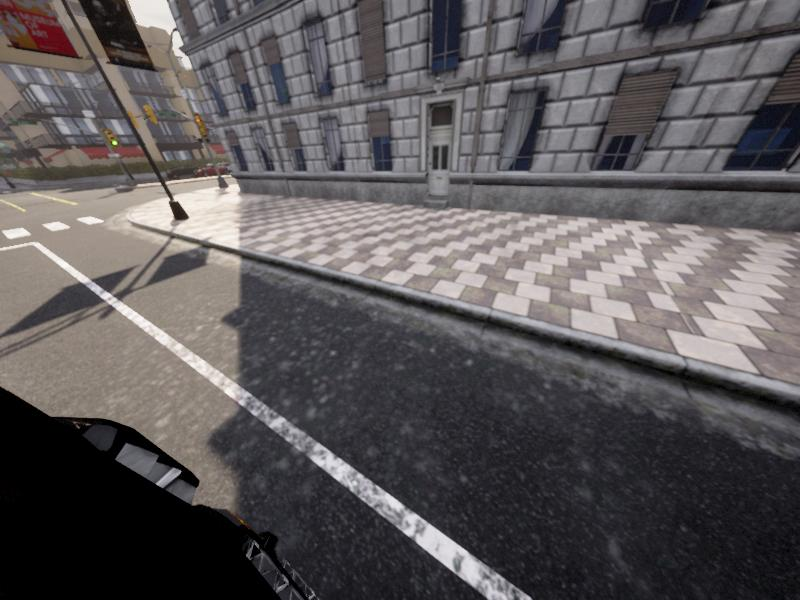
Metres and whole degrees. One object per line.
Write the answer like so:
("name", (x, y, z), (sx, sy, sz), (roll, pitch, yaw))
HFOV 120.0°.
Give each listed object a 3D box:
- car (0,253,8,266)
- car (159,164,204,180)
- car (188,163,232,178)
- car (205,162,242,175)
("car", (-13.608, -1.793, 6.337), (4.856, 1.649, 2.033), (16, 38, 26))
("car", (-29.403, -17.333, 31.178), (1.789, 1.549, 3.705), (16, 38, 26))
("car", (-25.407, -17.408, 31.033), (1.970, 1.475, 3.806), (16, 38, 26))
("car", (-26.681, -19.998, 35.052), (1.970, 1.475, 3.806), (16, 38, 26))
